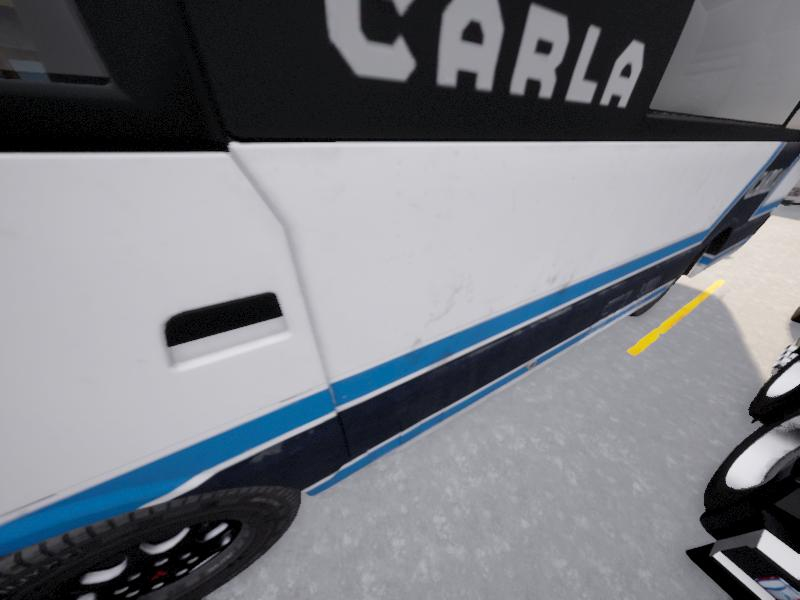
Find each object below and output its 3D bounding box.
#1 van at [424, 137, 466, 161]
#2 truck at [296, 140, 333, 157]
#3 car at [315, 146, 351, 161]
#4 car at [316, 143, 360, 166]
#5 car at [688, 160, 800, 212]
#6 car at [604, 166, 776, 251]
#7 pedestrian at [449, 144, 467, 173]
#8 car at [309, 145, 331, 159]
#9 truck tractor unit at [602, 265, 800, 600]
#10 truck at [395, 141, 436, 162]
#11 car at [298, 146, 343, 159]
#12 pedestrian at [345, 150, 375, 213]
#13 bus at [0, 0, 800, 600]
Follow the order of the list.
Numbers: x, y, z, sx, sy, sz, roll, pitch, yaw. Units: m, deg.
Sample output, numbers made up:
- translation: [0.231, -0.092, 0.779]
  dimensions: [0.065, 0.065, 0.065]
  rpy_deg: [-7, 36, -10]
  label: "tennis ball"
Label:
- translation: [5.869, -20.486, 31.241]
  dimensions: [1.988, 2.561, 5.915]
  rpy_deg: [-18, 39, -24]
  label: "van"
- translation: [-12.637, -22.473, 34.280]
  dimensions: [4.478, 2.038, 2.069]
  rpy_deg: [-18, 39, -24]
  label: "truck"
- translation: [-8.175, -18.023, 28.359]
  dimensions: [3.633, 1.501, 1.845]
  rpy_deg: [-18, 39, -24]
  label: "car"
- translation: [-6.467, -15.350, 24.234]
  dimensions: [3.866, 1.878, 1.905]
  rpy_deg: [-18, 39, -24]
  label: "car"
- translation: [16.312, -4.735, 9.583]
  dimensions: [2.038, 1.542, 4.974]
  rpy_deg: [-18, 39, -24]
  label: "car"
- translation: [9.073, -3.128, 7.235]
  dimensions: [4.902, 1.511, 2.128]
  rpy_deg: [-20, 40, -27]
  label: "car"
- translation: [4.440, -10.914, 17.854]
  dimensions: [0.751, 1.860, 0.751]
  rpy_deg: [-18, 39, -24]
  label: "pedestrian"
- translation: [-10.862, -20.095, 31.298]
  dimensions: [1.789, 1.547, 3.705]
  rpy_deg: [-18, 39, -24]
  label: "car"
- translation: [5.110, -0.302, 0.779]
  dimensions: [6.516, 4.208, 3.053]
  rpy_deg: [-18, 39, -24]
  label: "truck tractor unit"
- translation: [1.803, -19.778, 30.579]
  dimensions: [2.390, 2.098, 6.274]
  rpy_deg: [-17, 38, -23]
  label: "truck"
- translation: [-10.835, -20.194, 31.565]
  dimensions: [5.357, 1.415, 2.033]
  rpy_deg: [-18, 39, -24]
  label: "car"
- translation: [-1.381, -4.125, 8.064]
  dimensions: [0.751, 1.860, 0.751]
  rpy_deg: [-10, 36, -14]
  label: "pedestrian"
- translation: [1.283, -1.588, 2.568]
  dimensions: [10.273, 4.253, 3.944]
  rpy_deg: [-17, 38, -23]
  label: "bus"
